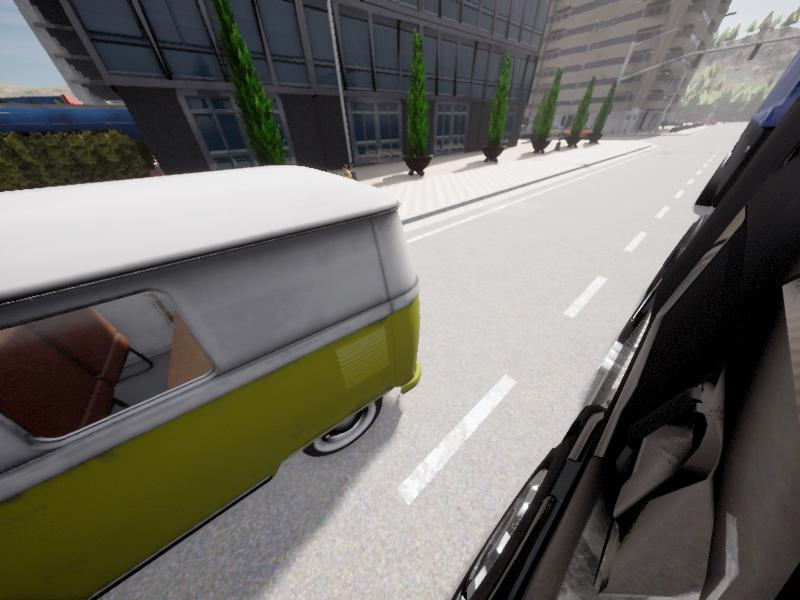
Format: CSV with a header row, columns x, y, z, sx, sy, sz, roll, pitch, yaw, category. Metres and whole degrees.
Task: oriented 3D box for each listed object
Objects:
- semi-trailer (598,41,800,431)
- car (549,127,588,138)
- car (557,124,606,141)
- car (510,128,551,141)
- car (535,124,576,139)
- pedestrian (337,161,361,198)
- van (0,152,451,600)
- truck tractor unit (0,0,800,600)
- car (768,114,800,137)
x,y,z,sx,sy,sz,roll,pitch,yaw,category
8.689,-3.589,4.269,14.254,4.402,2.717,-28,44,-30,semi-trailer
27.362,-27.302,37.684,1.812,1.442,4.674,-27,43,-30,car
24.572,-22.832,31.506,2.097,1.767,4.553,-27,43,-30,car
20.149,-25.793,35.979,2.128,1.511,4.902,-27,43,-30,car
24.267,-26.351,36.202,1.932,1.855,4.605,-28,43,-30,car
-1.852,-4.416,8.447,0.500,1.100,0.500,-26,42,-28,pedestrian
-2.040,0.589,1.252,4.442,1.987,1.775,-25,42,-27,van
2.645,-0.295,0.351,6.516,4.208,3.053,-28,44,-30,truck tractor unit
44.850,-18.683,24.666,2.150,2.045,5.566,-27,44,-30,car
